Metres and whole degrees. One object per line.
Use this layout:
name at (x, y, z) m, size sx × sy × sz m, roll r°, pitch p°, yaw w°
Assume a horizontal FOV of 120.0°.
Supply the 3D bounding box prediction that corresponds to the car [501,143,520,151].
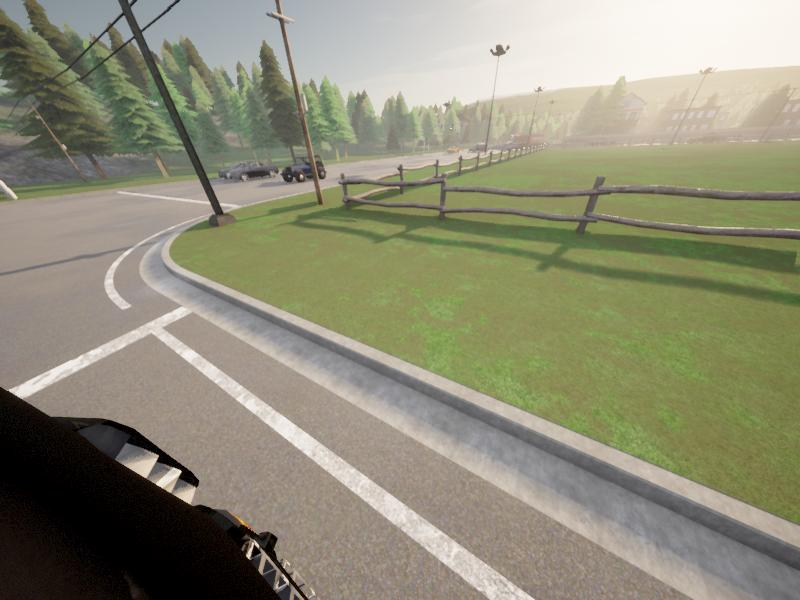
car at (29.769, -41.149, 62.170) m, size 4.611 × 1.667 × 2.242 m, roll -24°, pitch 39°, yaw -29°

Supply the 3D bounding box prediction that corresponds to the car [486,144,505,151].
car at (30.830, -49.450, 74.745) m, size 5.027 × 1.651 × 2.152 m, roll -10°, pitch 34°, yaw -10°

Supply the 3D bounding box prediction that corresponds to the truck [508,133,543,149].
truck at (38.596, -49.051, 71.314) m, size 8.468 × 3.827 × 2.891 m, roll 2°, pitch 34°, yaw 8°

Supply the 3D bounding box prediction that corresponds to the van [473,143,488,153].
van at (20.385, -38.643, 58.653) m, size 2.069 × 2.038 × 4.480 m, roll 19°, pitch 39°, yaw 29°

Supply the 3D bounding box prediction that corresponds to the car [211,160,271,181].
car at (-16.925, -13.997, 24.882) m, size 1.837 × 1.490 × 4.892 m, roll 16°, pitch 38°, yaw 26°

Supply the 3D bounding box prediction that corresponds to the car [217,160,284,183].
car at (-14.397, -12.636, 22.631) m, size 2.128 × 1.511 × 4.902 m, roll 16°, pitch 38°, yaw 26°

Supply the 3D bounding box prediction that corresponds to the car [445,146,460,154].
car at (14.038, -39.972, 61.574) m, size 1.882 × 1.535 × 5.008 m, roll 20°, pitch 40°, yaw 30°

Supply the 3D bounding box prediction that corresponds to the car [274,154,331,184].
car at (-8.155, -11.264, 19.759) m, size 1.905 × 1.878 × 3.866 m, roll 16°, pitch 38°, yaw 26°

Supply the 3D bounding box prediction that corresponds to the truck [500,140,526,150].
truck at (33.851, -46.320, 69.125) m, size 6.274 × 2.098 × 2.390 m, roll -6°, pitch 34°, yaw -5°
